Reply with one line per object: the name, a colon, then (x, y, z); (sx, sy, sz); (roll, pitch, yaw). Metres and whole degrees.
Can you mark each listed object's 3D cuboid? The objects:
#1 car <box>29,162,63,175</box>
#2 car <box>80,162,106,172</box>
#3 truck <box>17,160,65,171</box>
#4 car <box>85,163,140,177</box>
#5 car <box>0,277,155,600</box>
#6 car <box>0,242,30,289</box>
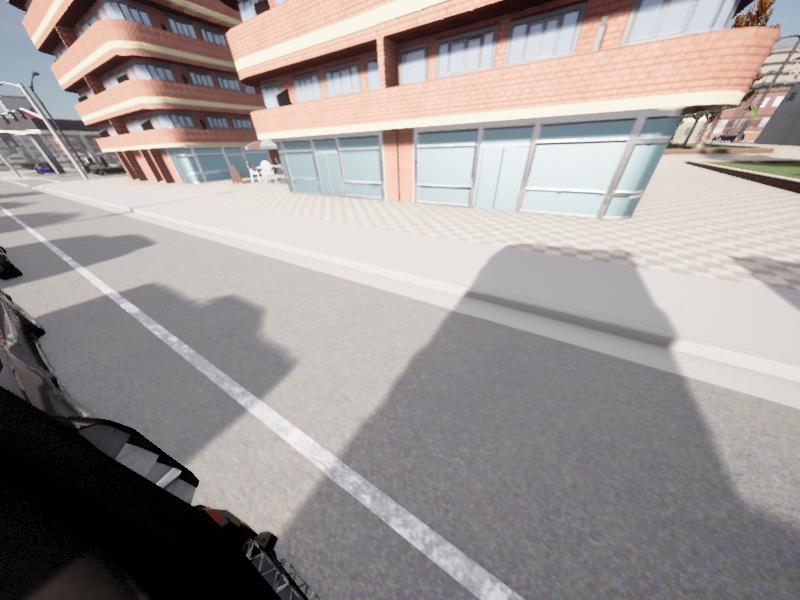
car: (-61.146, -22.713, 39.850); (4.611, 1.667, 2.242); (17, 38, 26)
car: (-58.882, -25.605, 44.336); (3.806, 1.475, 1.970); (17, 38, 26)
truck: (-92.554, -34.842, 59.730); (2.390, 2.098, 6.274); (17, 38, 26)
car: (-41.880, -19.088, 33.812); (1.895, 1.301, 4.718); (16, 38, 25)
car: (-4.438, 0.783, 1.794); (4.718, 1.301, 1.895); (17, 38, 26)
car: (-10.387, -1.203, 4.678); (4.553, 1.767, 2.097); (17, 38, 26)
